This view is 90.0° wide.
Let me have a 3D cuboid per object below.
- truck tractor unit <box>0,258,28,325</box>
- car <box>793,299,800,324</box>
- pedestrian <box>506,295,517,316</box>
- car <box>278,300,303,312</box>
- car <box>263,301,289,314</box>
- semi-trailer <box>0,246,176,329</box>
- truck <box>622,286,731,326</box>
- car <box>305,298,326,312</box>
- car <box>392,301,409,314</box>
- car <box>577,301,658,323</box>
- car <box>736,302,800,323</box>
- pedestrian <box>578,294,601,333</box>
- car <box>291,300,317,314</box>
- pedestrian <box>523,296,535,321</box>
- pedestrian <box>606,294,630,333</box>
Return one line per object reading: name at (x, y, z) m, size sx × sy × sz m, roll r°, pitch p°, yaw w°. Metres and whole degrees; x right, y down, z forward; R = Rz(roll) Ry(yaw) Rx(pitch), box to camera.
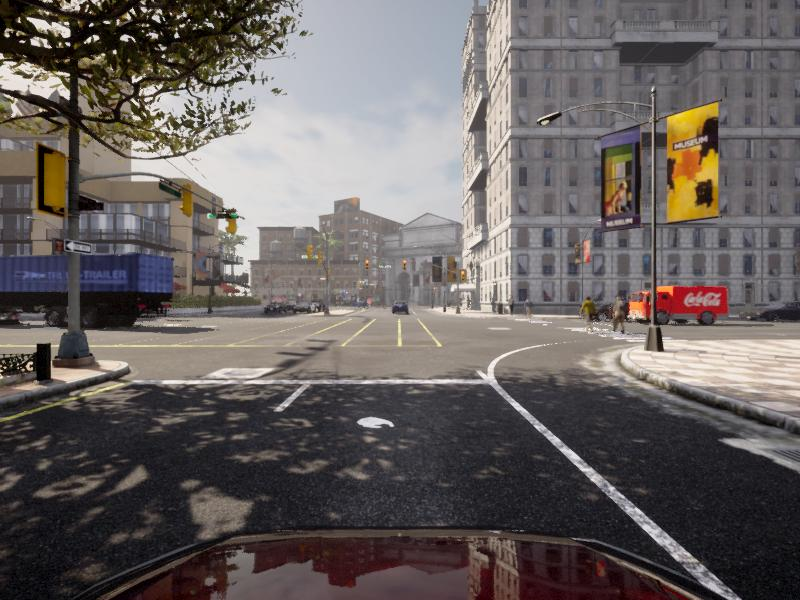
truck tractor unit at (-28.361, -0.524, 25.478) m, size 6.516 × 4.208 × 3.053 m, roll 0°, pitch 0°, yaw 1°
car at (28.962, 0.770, 25.839) m, size 5.238 × 1.638 × 1.930 m, roll 0°, pitch 0°, yaw 0°
pedestrian at (9.910, 0.484, 35.497) m, size 0.751 × 1.860 × 0.751 m, roll 0°, pitch 0°, yaw -2°
car at (-14.985, 0.770, 55.106) m, size 1.930 × 1.638 × 5.238 m, roll 0°, pitch 0°, yaw 0°
car at (-14.984, 0.852, 48.417) m, size 1.970 × 1.475 × 3.806 m, roll 0°, pitch 0°, yaw 0°
semi-trailer at (-20.600, -0.625, 24.096) m, size 14.254 × 4.402 × 2.717 m, roll 0°, pitch -1°, yaw 13°
truck at (17.675, 0.360, 25.789) m, size 5.204 × 2.467 × 2.627 m, roll 0°, pitch 0°, yaw 0°
car at (-11.485, 0.651, 54.488) m, size 1.932 × 1.855 × 4.605 m, roll 0°, pitch 0°, yaw 0°
car at (0.016, 0.852, 48.143) m, size 1.970 × 1.475 × 3.806 m, roll 0°, pitch 0°, yaw 0°
car at (15.846, 0.843, 29.281) m, size 4.892 × 1.490 × 1.837 m, roll 0°, pitch 0°, yaw 0°
car at (28.210, 0.894, 29.341) m, size 5.357 × 1.411 × 2.033 m, roll 0°, pitch 0°, yaw 0°
pedestrian at (9.062, 0.637, 19.160) m, size 0.751 × 1.860 × 0.751 m, roll 0°, pitch 0°, yaw 1°
car at (-11.489, 0.825, 48.237) m, size 2.038 × 1.542 × 4.974 m, roll 0°, pitch 0°, yaw 0°
pedestrian at (9.722, 0.637, 30.146) m, size 0.751 × 1.860 × 0.751 m, roll 0°, pitch 0°, yaw 6°
pedestrian at (10.440, 0.637, 19.166) m, size 0.751 × 1.860 × 0.751 m, roll 0°, pitch 0°, yaw 4°
